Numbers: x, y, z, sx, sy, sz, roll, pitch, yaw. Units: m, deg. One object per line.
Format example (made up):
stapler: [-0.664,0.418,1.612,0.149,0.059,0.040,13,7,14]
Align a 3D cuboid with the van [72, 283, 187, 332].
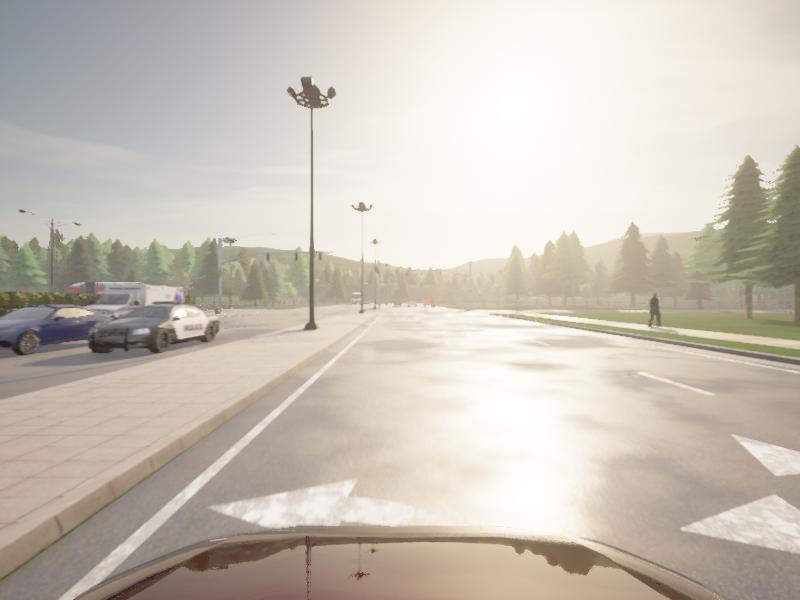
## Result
van: [-15.050,0.386,22.932,2.351,2.431,6.366,0,0,0]

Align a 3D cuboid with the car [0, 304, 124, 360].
car: [-11.508,0.874,13.014,1.812,1.442,4.674,0,0,0]

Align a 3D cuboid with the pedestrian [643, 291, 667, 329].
pedestrian: [12.770,0.492,20.035,0.751,1.860,0.751,0,0,0]

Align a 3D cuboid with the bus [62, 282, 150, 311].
bus: [-43.523,-0.518,59.532,10.273,4.253,3.944,0,0,1]

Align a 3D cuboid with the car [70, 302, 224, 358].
car: [-8.009,0.832,13.417,2.038,1.542,4.974,0,0,0]

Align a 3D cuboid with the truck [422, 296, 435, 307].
truck: [6.507,0.386,91.420,2.627,2.467,5.204,0,0,0]

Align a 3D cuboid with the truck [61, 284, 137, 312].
truck: [-42.114,-0.306,56.145,8.468,3.827,2.891,0,0,1]
